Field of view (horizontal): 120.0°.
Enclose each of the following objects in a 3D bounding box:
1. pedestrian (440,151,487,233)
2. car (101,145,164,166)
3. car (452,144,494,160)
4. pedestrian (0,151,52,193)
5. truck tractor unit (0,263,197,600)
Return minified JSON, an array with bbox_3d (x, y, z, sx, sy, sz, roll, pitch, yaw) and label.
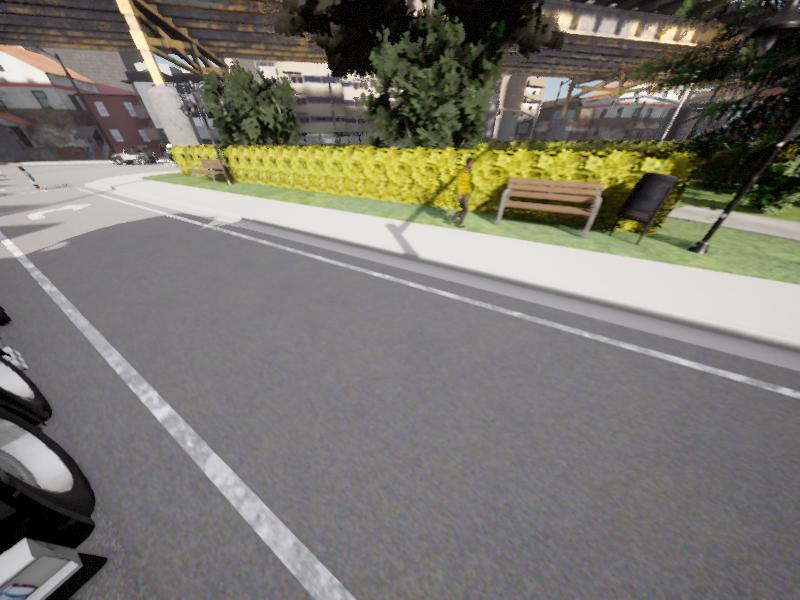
[{"bbox_3d":[1.669,-2.914,6.257,0.751,1.860,0.751,22,40,28],"label":"pedestrian"},{"bbox_3d":[-30.416,-16.536,26.421,3.866,1.878,1.905,-9,36,-12],"label":"car"},{"bbox_3d":[10.065,-20.564,32.057,5.027,1.651,2.152,-8,36,-11],"label":"car"},{"bbox_3d":[-20.239,-6.909,12.469,0.751,1.860,0.751,28,44,34],"label":"pedestrian"},{"bbox_3d":[-5.114,-0.295,0.792,6.516,4.208,3.053,18,39,24],"label":"truck tractor unit"}]
